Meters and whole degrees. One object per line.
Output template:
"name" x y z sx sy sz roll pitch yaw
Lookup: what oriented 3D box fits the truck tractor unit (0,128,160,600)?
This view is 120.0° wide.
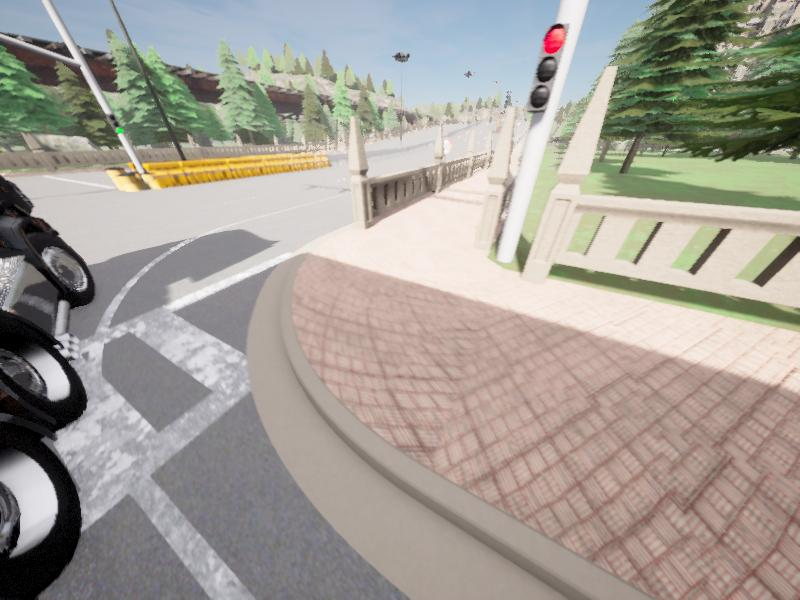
"truck tractor unit" -4.869 -0.487 1.065 6.516 4.208 3.053 28 44 34

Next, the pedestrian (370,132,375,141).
"pedestrian" -6.828 -41.082 58.043 0.751 1.860 0.751 16 38 23
